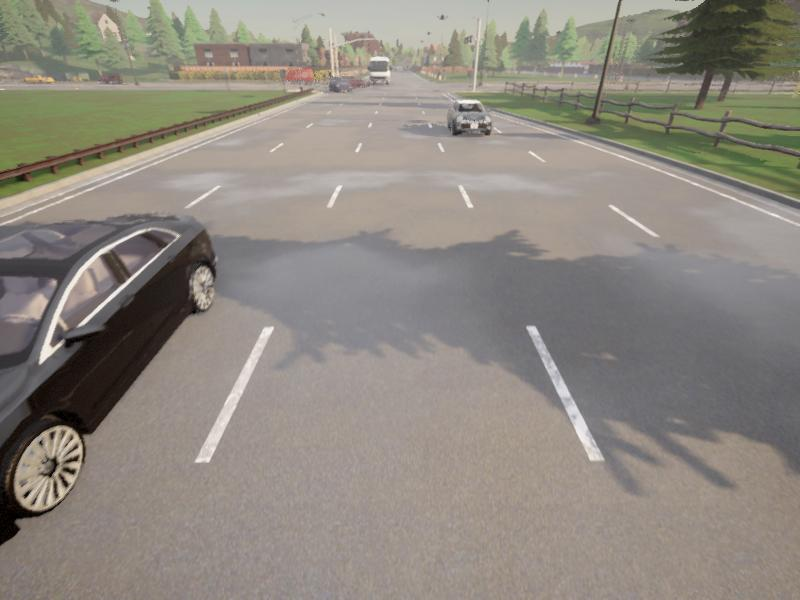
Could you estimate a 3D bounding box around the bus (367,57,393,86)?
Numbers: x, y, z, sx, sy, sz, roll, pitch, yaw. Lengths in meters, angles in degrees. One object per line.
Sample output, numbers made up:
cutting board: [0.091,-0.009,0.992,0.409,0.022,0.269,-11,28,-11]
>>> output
bus: [-3.379,-40.449,70.731,3.944,4.253,10.273,0,30,0]

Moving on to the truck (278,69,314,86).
truck: [-17.742,-38.257,68.750,5.204,2.467,2.627,0,30,1]

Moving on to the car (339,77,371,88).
car: [-6.917,-33.725,62.005,4.792,1.488,2.163,0,30,0]

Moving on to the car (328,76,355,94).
car: [-7.410,-27.059,50.333,2.097,1.767,4.553,-12,32,-18]

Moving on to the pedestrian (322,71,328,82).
pedestrian: [-14.514,-43.075,77.191,0.751,1.860,0.751,20,36,30]

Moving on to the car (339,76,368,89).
car: [-6.743,-32.006,58.950,3.988,1.617,1.851,0,30,1]

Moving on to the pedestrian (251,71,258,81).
pedestrian: [-30.122,-46.308,82.730,0.751,1.860,0.751,0,30,0]

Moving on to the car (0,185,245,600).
car: [-3.597,0.204,4.133,2.128,1.511,4.902,0,30,-1]

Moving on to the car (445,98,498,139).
car: [3.497,-9.321,20.408,1.970,1.475,3.806,0,30,0]

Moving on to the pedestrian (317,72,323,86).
pedestrian: [-13.050,-36.066,65.271,0.751,1.860,0.751,3,31,5]

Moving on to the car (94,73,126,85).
car: [-52.368,-39.975,72.248,3.866,1.878,1.905,0,30,0]
